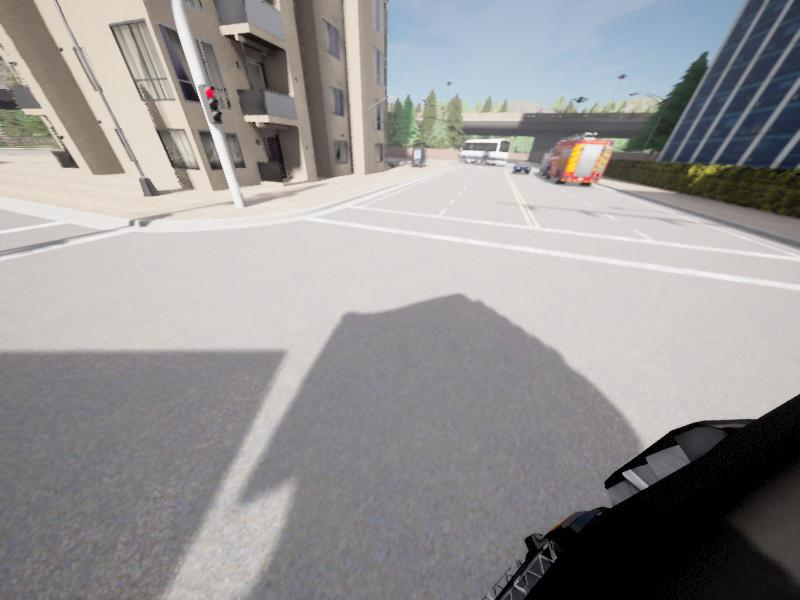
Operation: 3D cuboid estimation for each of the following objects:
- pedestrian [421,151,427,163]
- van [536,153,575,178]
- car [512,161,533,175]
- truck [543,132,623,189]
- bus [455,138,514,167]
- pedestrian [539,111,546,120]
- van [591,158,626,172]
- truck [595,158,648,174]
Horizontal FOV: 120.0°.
[{"bbox_3d":[4.441,-26.599,42.832,0.751,1.860,0.751,-3,34,-9],"label":"pedestrian"},{"bbox_3d":[19.520,-17.261,29.463,2.351,2.431,6.366,13,35,15],"label":"van"},{"bbox_3d":[16.308,-17.691,30.941,1.895,1.301,4.718,13,34,15],"label":"car"},{"bbox_3d":[16.615,-13.358,22.031,2.891,3.827,8.468,13,35,15],"label":"truck"},{"bbox_3d":[16.372,-29.385,46.016,3.944,4.253,10.273,-15,37,-27],"label":"bus"},{"bbox_3d":[37.993,-49.277,61.599,0.751,1.860,0.751,12,34,15],"label":"pedestrian"},{"bbox_3d":[40.706,-26.479,45.250,4.442,1.987,1.775,13,34,15],"label":"van"},{"bbox_3d":[40.228,-24.602,42.248,6.274,2.098,2.390,13,34,15],"label":"truck"}]
